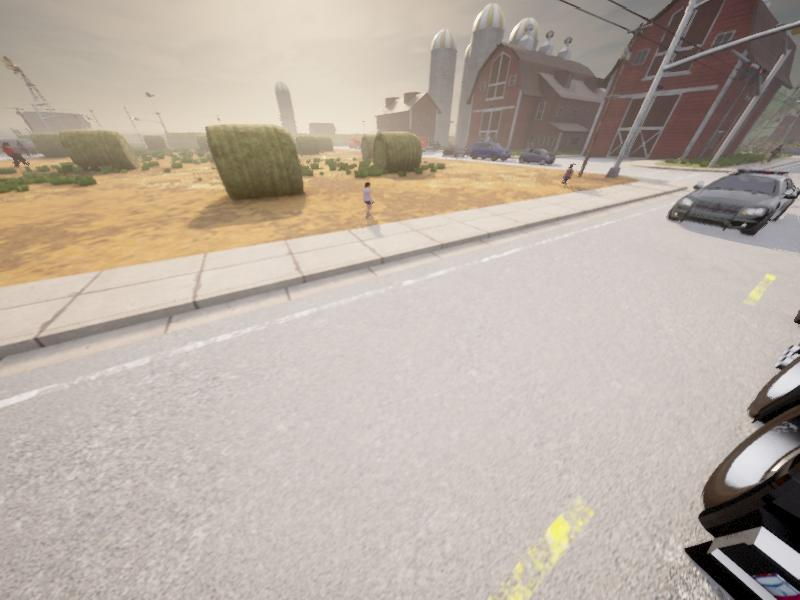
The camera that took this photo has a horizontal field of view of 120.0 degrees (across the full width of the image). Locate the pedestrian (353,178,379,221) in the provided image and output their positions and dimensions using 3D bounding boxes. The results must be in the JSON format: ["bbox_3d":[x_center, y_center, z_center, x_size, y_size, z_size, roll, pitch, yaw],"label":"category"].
[{"bbox_3d":[-1.037,-3.132,7.197,0.500,1.100,0.500,-28,44,-34],"label":"pedestrian"}]

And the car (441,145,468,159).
[{"bbox_3d":[8.174,-22.364,34.778,1.789,1.549,3.705,-19,40,-25],"label":"car"}]

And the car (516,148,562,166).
[{"bbox_3d":[15.162,-15.748,25.353,1.845,1.501,3.633,-19,39,-25],"label":"car"}]

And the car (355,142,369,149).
[{"bbox_3d":[-10.803,-44.163,65.903,2.038,1.542,4.974,-19,39,-25],"label":"car"}]

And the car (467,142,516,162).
[{"bbox_3d":[11.654,-19.284,29.957,2.150,2.045,5.566,-19,39,-25],"label":"car"}]

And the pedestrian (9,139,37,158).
[{"bbox_3d":[-45.033,-18.093,27.609,0.751,1.860,0.751,-20,40,-27],"label":"pedestrian"}]

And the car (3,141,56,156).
[{"bbox_3d":[-54.998,-22.668,34.464,2.097,1.767,4.553,-16,38,-22],"label":"car"}]

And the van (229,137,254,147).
[{"bbox_3d":[-48.637,-48.469,70.947,5.915,2.561,1.988,-18,39,-25],"label":"van"}]

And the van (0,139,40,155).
[{"bbox_3d":[-60.100,-24.040,36.222,1.775,1.987,4.442,-16,38,-22],"label":"van"}]

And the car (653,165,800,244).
[{"bbox_3d":[11.169,-3.384,7.612,4.974,1.542,2.038,-18,39,-24],"label":"car"}]

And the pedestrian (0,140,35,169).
[{"bbox_3d":[-30.356,-11.458,18.205,0.751,1.860,0.751,-26,43,-33],"label":"pedestrian"}]

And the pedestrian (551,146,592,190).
[{"bbox_3d":[8.562,-6.612,11.603,0.751,1.860,0.751,-5,35,-8],"label":"pedestrian"}]

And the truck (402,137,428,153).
[{"bbox_3d":[2.943,-31.543,47.058,2.627,2.467,5.204,-19,38,-25],"label":"truck"}]

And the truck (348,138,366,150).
[{"bbox_3d":[-11.361,-41.201,60.871,2.627,2.467,5.204,-19,39,-25],"label":"truck"}]

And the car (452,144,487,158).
[{"bbox_3d":[10.920,-23.650,36.594,2.152,1.651,5.027,-19,39,-25],"label":"car"}]

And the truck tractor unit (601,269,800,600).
[{"bbox_3d":[5.115,-0.297,0.768,6.516,4.208,3.053,-18,39,-24],"label":"truck tractor unit"}]

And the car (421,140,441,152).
[{"bbox_3d":[6.485,-32.664,48.992,3.866,1.878,1.905,8,41,14],"label":"car"}]
